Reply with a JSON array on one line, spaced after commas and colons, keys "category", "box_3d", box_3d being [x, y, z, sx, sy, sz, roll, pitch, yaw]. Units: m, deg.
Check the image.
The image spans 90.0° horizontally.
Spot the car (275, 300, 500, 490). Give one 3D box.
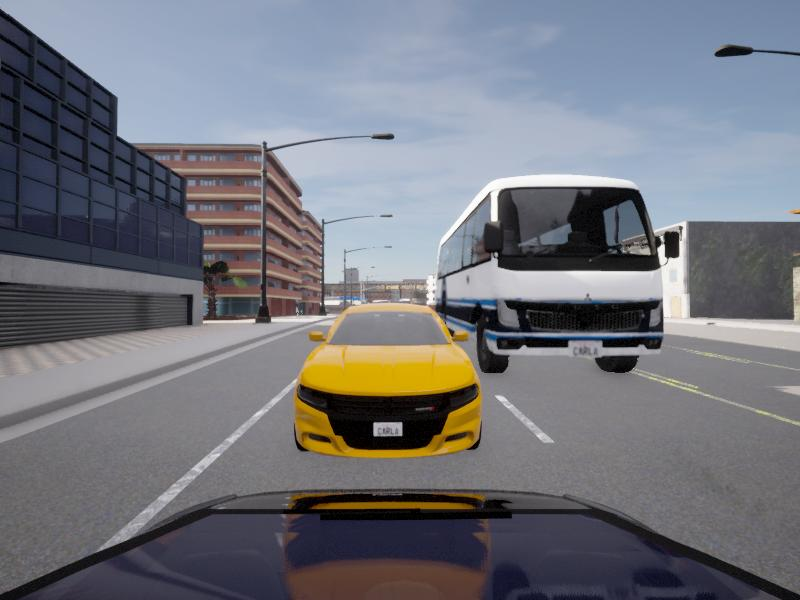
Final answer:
[{"category": "car", "box_3d": [-0.158, 0.790, 5.854, 1.882, 1.535, 5.008, 0, 1, -1]}]

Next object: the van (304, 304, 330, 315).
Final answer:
[{"category": "van", "box_3d": [-19.654, 2.234, 95.167, 5.915, 2.561, 1.988, 0, -1, -2]}]

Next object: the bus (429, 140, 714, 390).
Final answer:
[{"category": "bus", "box_3d": [3.325, -0.626, 11.982, 3.944, 4.253, 10.273, 0, 0, -1]}]

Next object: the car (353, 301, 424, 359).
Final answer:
[{"category": "car", "box_3d": [-0.325, 0.768, 12.619, 1.812, 1.442, 4.674, 0, 1, -1]}]
